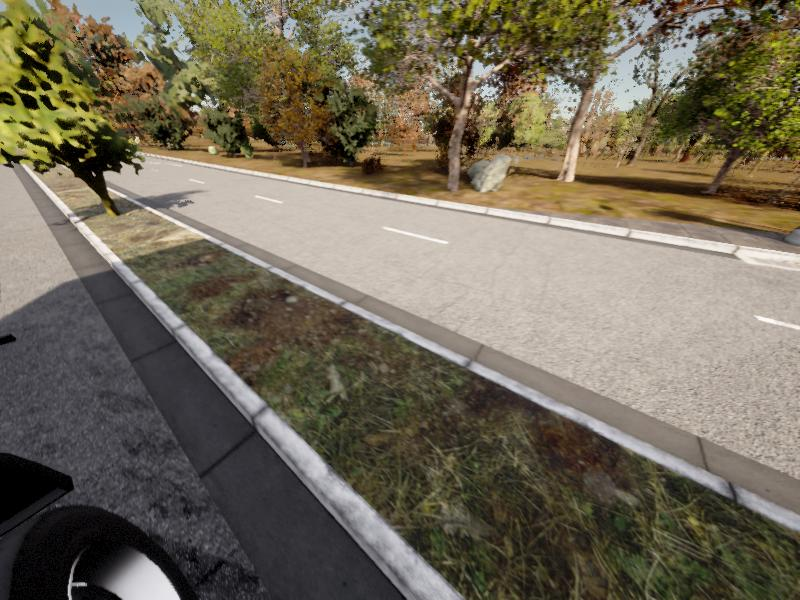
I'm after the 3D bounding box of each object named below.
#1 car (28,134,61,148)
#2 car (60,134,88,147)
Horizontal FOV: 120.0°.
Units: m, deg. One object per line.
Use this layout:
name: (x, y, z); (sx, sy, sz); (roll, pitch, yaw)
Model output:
car: (-52.322, -23.432, 34.019); (3.988, 1.617, 1.851); (23, 41, 27)
car: (-51.788, -25.328, 36.700); (3.705, 1.549, 1.789); (23, 41, 27)
